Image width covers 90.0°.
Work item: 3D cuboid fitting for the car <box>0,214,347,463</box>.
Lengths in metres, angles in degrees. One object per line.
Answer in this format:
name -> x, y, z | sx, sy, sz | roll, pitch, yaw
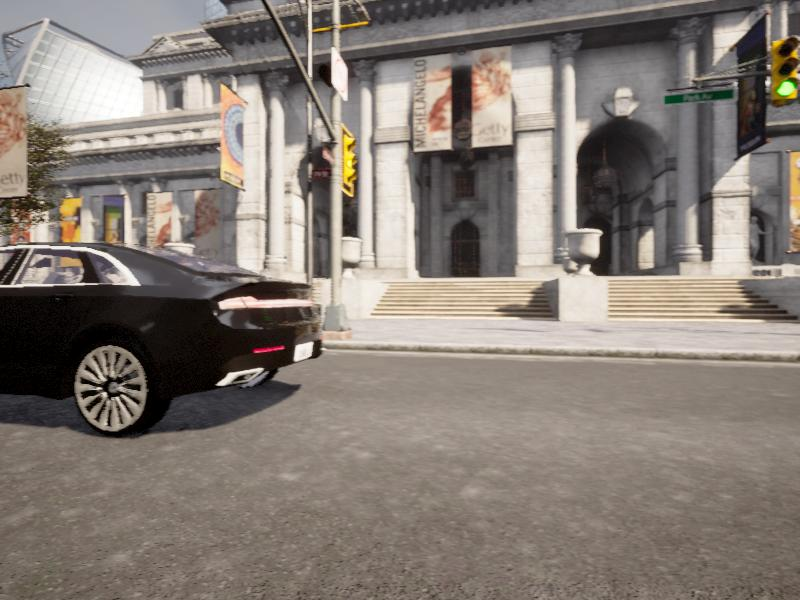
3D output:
car -> -3.216, 0.227, 3.990 | 4.902, 1.511, 2.128 | 0, 0, 12
